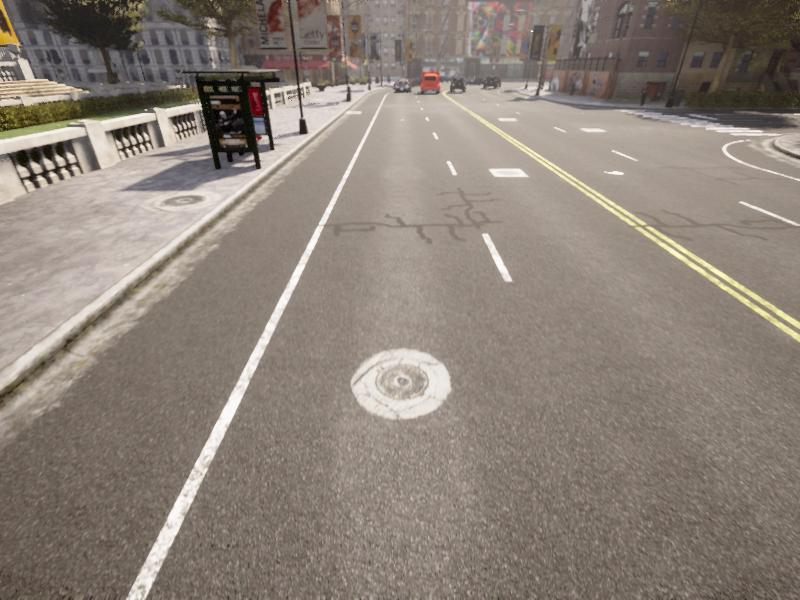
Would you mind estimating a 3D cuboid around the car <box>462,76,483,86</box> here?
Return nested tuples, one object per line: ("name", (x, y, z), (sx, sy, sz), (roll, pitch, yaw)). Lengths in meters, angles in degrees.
("car", (13.003, -39.230, 71.586), (2.007, 1.525, 4.514), (18, 35, 28))

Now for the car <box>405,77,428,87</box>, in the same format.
("car", (2.857, -37.148, 68.171), (1.895, 1.301, 4.718), (16, 34, 25))

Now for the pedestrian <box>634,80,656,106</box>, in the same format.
("pedestrian", (19.924, -16.809, 32.526), (0.751, 1.860, 0.751), (-12, 33, -20))

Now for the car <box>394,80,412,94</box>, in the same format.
("car", (0.423, -27.483, 51.573), (1.970, 1.475, 3.806), (3, 31, 6))

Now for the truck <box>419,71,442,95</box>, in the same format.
("truck", (3.742, -26.887, 49.486), (2.627, 2.467, 5.204), (2, 30, 3))

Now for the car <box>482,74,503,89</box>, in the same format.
("car", (14.209, -33.354, 61.127), (1.932, 1.855, 4.605), (13, 33, 21))

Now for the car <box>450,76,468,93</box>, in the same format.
("car", (7.972, -29.162, 53.965), (1.932, 1.855, 4.605), (6, 31, 11))
